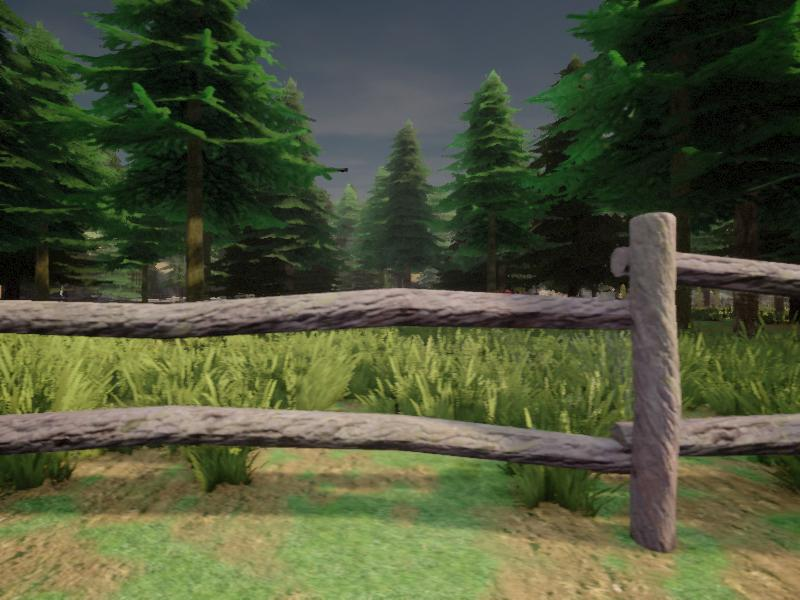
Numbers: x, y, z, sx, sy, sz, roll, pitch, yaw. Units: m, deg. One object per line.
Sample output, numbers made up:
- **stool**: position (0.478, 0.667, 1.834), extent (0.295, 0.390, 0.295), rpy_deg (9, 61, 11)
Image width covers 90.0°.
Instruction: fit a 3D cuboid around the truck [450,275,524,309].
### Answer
- **truck**: position (10.413, -0.881, 47.651), extent (8.468, 3.827, 2.891), rpy_deg (0, 0, -22)
